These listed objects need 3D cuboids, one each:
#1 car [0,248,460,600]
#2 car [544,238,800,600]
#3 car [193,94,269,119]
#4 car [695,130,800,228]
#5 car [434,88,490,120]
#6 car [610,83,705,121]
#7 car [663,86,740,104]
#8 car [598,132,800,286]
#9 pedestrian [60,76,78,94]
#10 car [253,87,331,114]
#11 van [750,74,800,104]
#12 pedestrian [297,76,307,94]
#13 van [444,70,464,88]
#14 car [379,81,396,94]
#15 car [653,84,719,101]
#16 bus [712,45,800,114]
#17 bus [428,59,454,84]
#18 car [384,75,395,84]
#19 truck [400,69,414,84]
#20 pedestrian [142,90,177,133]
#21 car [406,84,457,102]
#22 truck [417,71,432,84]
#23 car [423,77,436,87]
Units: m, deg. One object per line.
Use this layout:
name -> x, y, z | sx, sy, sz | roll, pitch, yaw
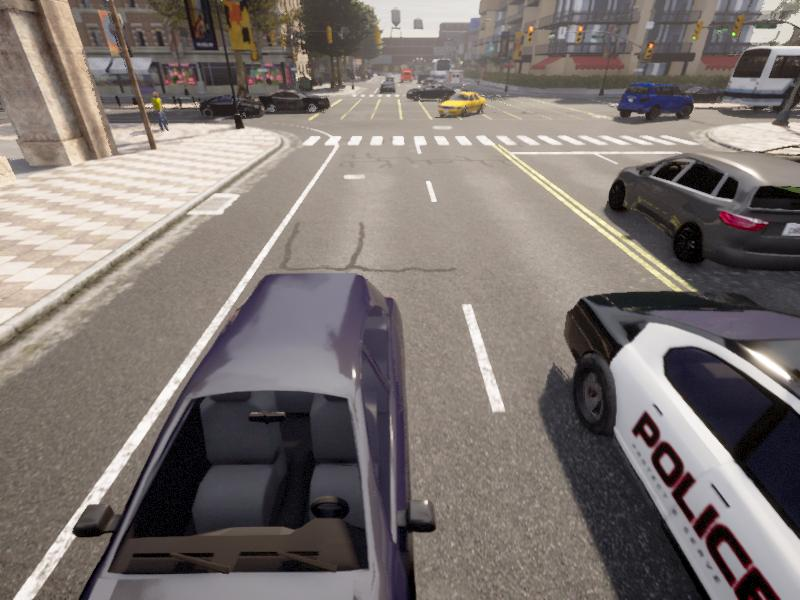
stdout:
car -> -0.746, 1.056, 2.702 | 1.845, 1.501, 3.633 | 0, 30, -1
car -> 2.755, 1.310, 2.244 | 2.038, 1.542, 4.974 | 0, 30, 0
car -> -11.354, -13.157, 27.168 | 4.181, 1.385, 1.994 | -1, 30, -2
car -> 9.650, -2.845, 9.358 | 2.007, 1.525, 4.514 | 0, 30, -1
car -> 4.437, -13.924, 28.263 | 1.801, 1.575, 5.366 | 17, 35, 27
car -> 17.079, -13.199, 26.541 | 5.566, 2.045, 2.150 | -13, 33, -23
car -> 28.094, -19.161, 37.399 | 5.357, 1.411, 2.033 | 0, 30, -1
car -> 6.156, -2.120, 7.977 | 2.242, 1.667, 4.611 | 1, 30, 3
pedestrian -> -38.711, -25.141, 46.848 | 0.751, 1.860, 0.751 | 1, 30, 2
car -> -8.002, -15.062, 30.156 | 5.238, 1.638, 1.930 | 0, 30, 0
van -> 37.119, -19.653, 37.212 | 6.366, 2.431, 2.351 | 0, 30, 0
pedestrian -> -11.477, -25.125, 46.808 | 0.751, 1.860, 0.751 | 0, 30, 0
van -> 8.696, -36.038, 65.251 | 2.351, 2.431, 6.366 | 0, 30, -1
car -> -1.563, -27.257, 51.266 | 1.994, 1.385, 4.181 | 0, 30, -1
car -> 28.797, -20.970, 40.406 | 4.792, 1.488, 2.163 | 0, 30, 0
bus -> 30.588, -16.432, 29.896 | 10.273, 4.253, 3.944 | 0, 30, 0
bus -> 8.271, -47.158, 82.470 | 3.944, 4.253, 10.273 | 0, 30, -1
car -> -2.109, -45.944, 83.188 | 2.128, 1.511, 4.902 | 0, 30, -1
truck -> 1.401, -46.039, 82.329 | 2.627, 2.467, 5.204 | 0, 30, -1
pedestrian -> -11.842, -9.317, 19.760 | 0.751, 1.860, 0.751 | 9, 32, 15
car -> 3.093, -20.859, 40.198 | 4.902, 1.511, 2.128 | 0, 30, 0
truck -> 4.919, -45.281, 81.397 | 2.390, 2.098, 6.274 | 0, 30, -1
car -> 5.129, -37.847, 69.329 | 1.812, 1.442, 4.674 | 0, 30, -1
